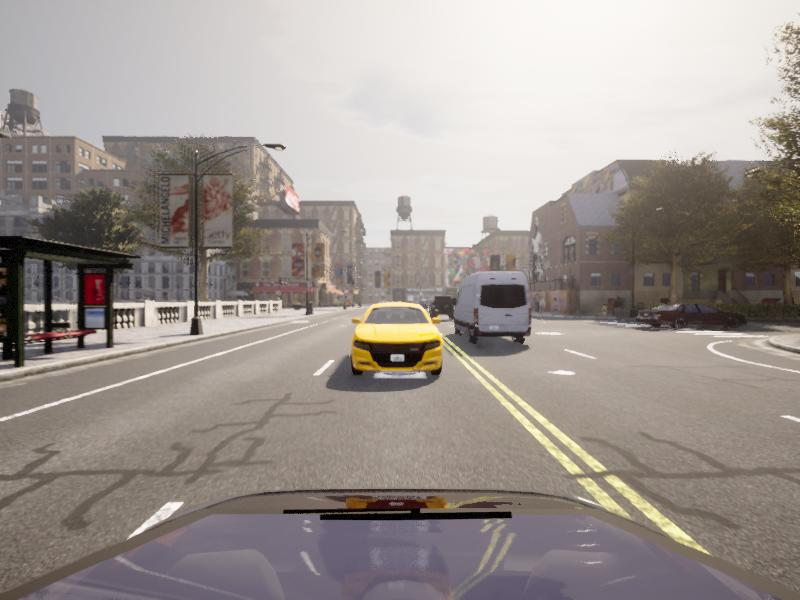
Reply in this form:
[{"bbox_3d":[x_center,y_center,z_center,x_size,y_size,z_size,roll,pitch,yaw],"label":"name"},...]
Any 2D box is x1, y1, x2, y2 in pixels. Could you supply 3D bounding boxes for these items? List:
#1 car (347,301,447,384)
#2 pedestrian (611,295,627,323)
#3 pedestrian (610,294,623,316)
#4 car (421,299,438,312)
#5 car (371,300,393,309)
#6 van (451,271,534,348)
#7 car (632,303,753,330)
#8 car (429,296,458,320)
[{"bbox_3d":[-0.098,0.807,9.991,1.882,1.535,5.008,0,0,-1],"label":"car"},{"bbox_3d":[14.869,0.597,27.157,0.751,1.860,0.751,0,0,12],"label":"pedestrian"},{"bbox_3d":[19.183,0.433,35.419,0.751,1.860,0.751,0,0,-1],"label":"pedestrian"},{"bbox_3d":[4.060,0.701,54.040,2.152,1.651,5.027,0,0,7],"label":"car"},{"bbox_3d":[-3.007,0.765,67.546,2.002,1.452,4.674,0,0,20],"label":"car"},{"bbox_3d":[3.481,0.298,16.322,1.988,2.561,5.915,0,0,0],"label":"van"},{"bbox_3d":[15.896,0.861,21.925,5.357,1.411,2.033,0,0,-5],"label":"car"},{"bbox_3d":[3.450,0.598,32.373,1.905,1.878,3.866,0,0,0],"label":"car"}]
